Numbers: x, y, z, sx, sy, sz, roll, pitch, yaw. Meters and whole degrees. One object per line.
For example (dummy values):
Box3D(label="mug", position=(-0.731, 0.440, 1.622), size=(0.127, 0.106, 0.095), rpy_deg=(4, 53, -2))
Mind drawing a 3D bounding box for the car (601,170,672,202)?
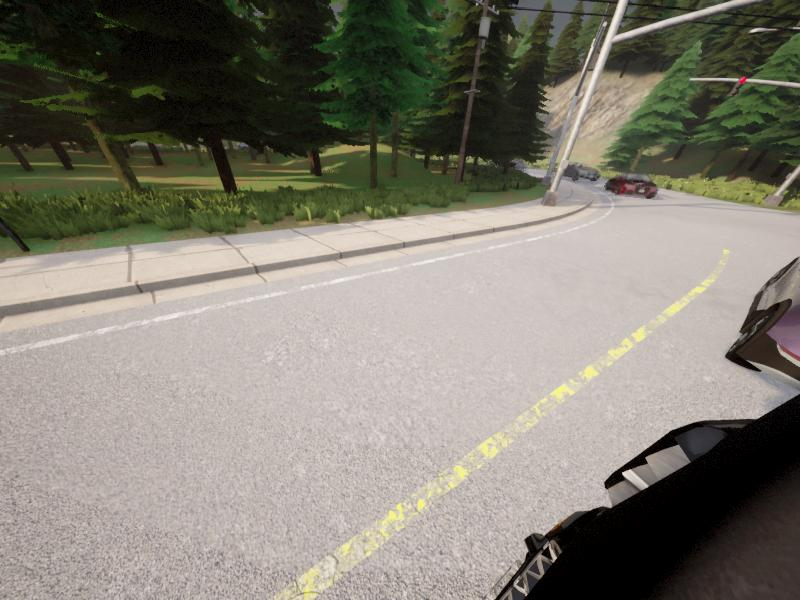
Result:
Box3D(label="car", position=(16.013, -7.992, 15.987), size=(1.994, 1.385, 4.181), rpy_deg=(16, 36, 18))

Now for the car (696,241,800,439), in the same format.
Box3D(label="car", position=(6.133, 0.167, 2.698), size=(4.856, 1.649, 2.033), rpy_deg=(-17, 39, -28))

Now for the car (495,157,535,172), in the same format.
Box3D(label="car", position=(16.921, -20.209, 34.326), size=(2.128, 1.511, 4.902), rpy_deg=(-11, 36, -20))

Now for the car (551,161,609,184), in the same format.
Box3D(label="car", position=(18.695, -13.593, 24.400), size=(2.152, 1.651, 5.027), rpy_deg=(3, 33, 0))
